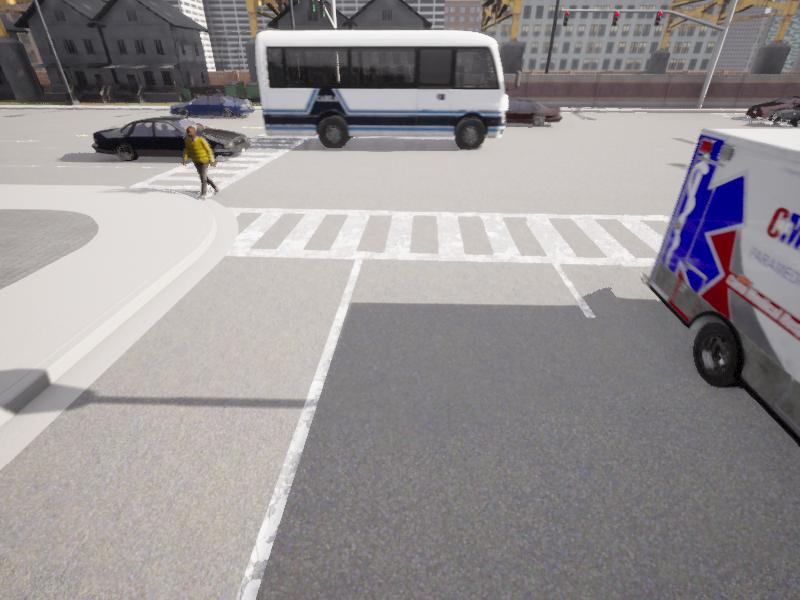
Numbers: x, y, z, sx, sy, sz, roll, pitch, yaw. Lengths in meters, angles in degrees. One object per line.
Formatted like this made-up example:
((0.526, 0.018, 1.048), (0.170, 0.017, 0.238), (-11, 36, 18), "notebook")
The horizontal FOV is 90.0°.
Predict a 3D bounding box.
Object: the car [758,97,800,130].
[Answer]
((23.790, -10.546, 22.600), (4.892, 1.490, 1.837), (2, 30, 3), "car")

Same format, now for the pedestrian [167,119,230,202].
((-5.063, -3.524, 10.162), (0.751, 1.860, 0.751), (5, 31, 9), "pedestrian")

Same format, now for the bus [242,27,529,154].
((-0.510, -8.908, 17.058), (10.273, 4.253, 3.944), (2, 30, 3), "bus")

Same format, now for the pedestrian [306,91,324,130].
((-4.650, -10.441, 22.009), (0.751, 1.860, 0.751), (-5, 31, -9), "pedestrian")

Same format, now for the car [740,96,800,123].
((24.881, -12.232, 25.611), (4.181, 1.385, 1.994), (2, 30, 3), "car")

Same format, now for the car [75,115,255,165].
((-8.559, -6.057, 15.010), (5.357, 1.411, 2.033), (2, 30, 3), "car")

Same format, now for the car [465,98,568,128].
((6.640, -10.958, 23.404), (5.357, 1.411, 2.033), (2, 30, 3), "car")

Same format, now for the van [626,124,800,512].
((4.345, 0.569, 2.637), (2.351, 2.431, 6.366), (2, 30, 4), "van")

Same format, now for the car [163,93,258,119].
((-12.803, -13.239, 27.310), (5.357, 1.411, 2.033), (2, 30, 3), "car")

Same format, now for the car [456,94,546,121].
((6.504, -12.729, 26.437), (5.357, 1.411, 2.033), (2, 30, 3), "car")
